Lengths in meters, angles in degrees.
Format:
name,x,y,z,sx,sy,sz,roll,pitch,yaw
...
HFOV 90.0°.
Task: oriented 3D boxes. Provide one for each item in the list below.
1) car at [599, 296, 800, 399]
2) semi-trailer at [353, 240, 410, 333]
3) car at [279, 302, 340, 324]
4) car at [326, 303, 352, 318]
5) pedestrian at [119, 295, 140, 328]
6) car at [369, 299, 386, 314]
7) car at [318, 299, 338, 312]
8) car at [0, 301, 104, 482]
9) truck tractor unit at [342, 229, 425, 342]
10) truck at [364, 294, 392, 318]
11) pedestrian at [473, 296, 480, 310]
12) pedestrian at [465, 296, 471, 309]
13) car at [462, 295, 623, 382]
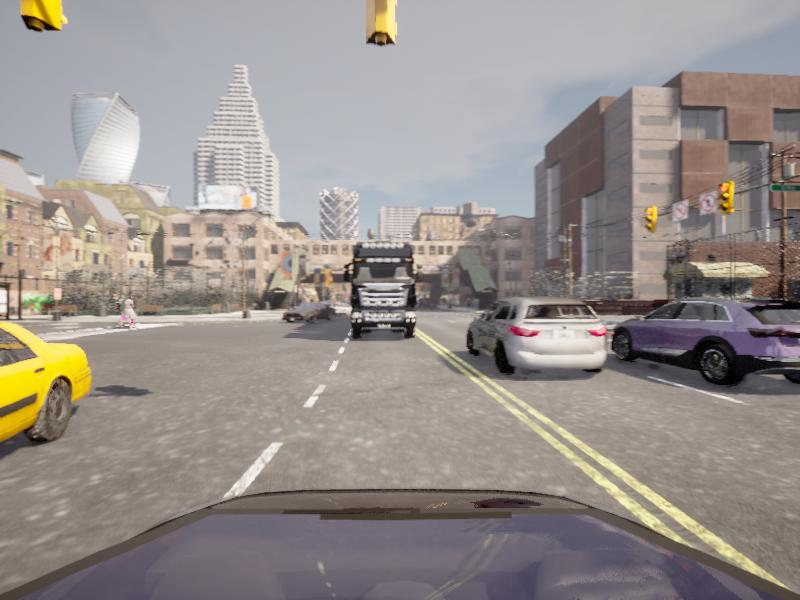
name,x,y,z,sx,sy,sz,roll,pitch,yaw
car,6.696,0.756,8.827,2.033,1.649,4.856,0,0,-2
semi-trailer,-1.307,-0.630,26.111,2.717,4.402,14.254,0,0,-3
car,-6.433,0.896,29.201,2.033,1.411,5.357,0,0,16
car,-5.752,0.938,38.297,1.895,1.301,4.718,0,0,-1
pedestrian,-15.689,0.667,23.216,0.751,1.860,0.751,0,0,-6
car,-2.758,0.752,48.015,1.930,1.638,5.238,0,0,-4
car,-9.723,0.694,54.318,2.185,1.767,4.553,0,0,-4
car,-4.305,0.811,3.039,1.801,1.575,5.366,0,0,-19
truck tractor unit,-0.819,-0.533,18.209,3.053,4.208,6.516,0,0,-4
truck,-2.084,0.527,37.667,2.390,2.098,6.274,0,0,-4
pedestrian,10.093,0.429,53.049,0.751,1.860,0.751,0,0,-4
pedestrian,9.831,0.427,57.716,0.751,1.860,0.751,0,0,3
car,3.141,0.744,10.089,2.242,1.667,4.611,0,0,-3
